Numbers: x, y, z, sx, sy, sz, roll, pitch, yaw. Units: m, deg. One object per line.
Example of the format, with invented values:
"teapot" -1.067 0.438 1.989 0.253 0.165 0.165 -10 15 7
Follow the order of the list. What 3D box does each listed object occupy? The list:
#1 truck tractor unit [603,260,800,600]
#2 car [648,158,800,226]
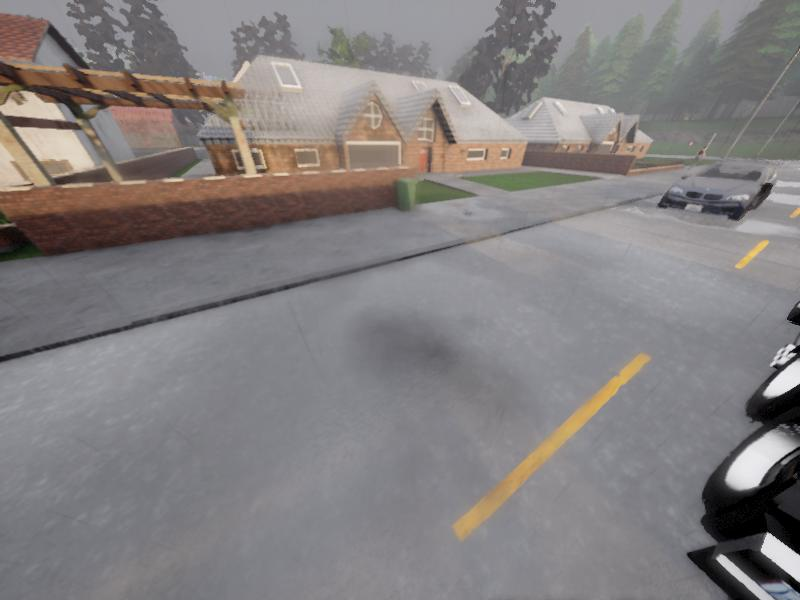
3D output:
"truck tractor unit" 5.104 -0.308 0.790 6.516 4.208 3.053 -19 39 -24
"car" 12.461 -4.357 8.920 4.611 1.667 2.242 -18 39 -25
